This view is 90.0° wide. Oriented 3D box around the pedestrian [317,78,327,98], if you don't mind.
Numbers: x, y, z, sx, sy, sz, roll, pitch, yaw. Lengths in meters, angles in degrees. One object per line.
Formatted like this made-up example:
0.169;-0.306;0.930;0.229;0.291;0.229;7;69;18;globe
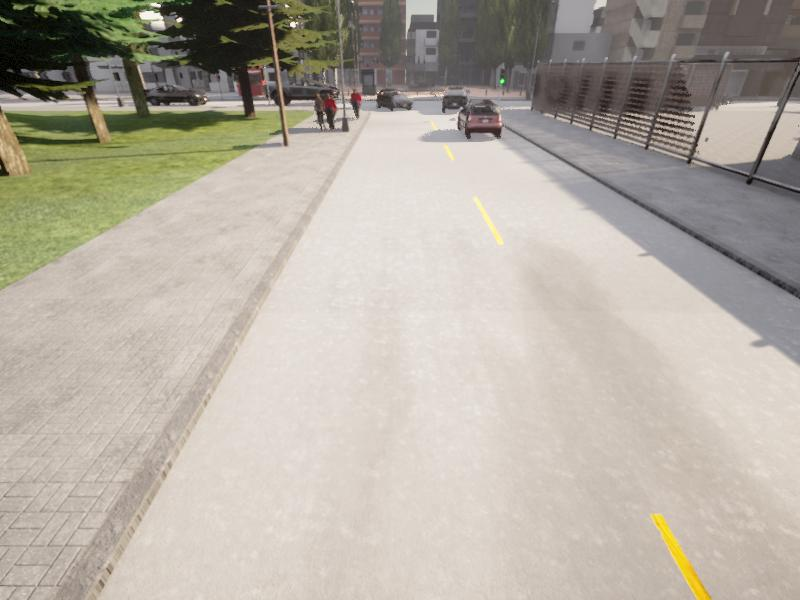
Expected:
-8.340;-22.772;42.918;0.751;1.860;0.751;1;30;2;pedestrian

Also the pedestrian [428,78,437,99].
3.386;-22.102;41.771;0.751;1.860;0.751;4;31;7;pedestrian

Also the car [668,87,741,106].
26.920;-18.056;35.509;4.674;1.442;1.812;0;30;0;car

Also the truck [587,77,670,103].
22.023;-20.367;38.818;6.274;2.098;2.390;0;30;0;truck

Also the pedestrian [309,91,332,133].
-3.974;-9.403;20.024;0.751;1.860;0.751;5;31;9;pedestrian

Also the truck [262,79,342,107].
-8.503;-18.323;35.317;6.274;2.098;2.390;0;30;0;truck

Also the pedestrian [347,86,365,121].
-2.653;-11.948;24.382;0.751;1.860;0.751;7;31;12;pedestrian

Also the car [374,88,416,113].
-0.455;-15.936;31.848;1.816;1.474;4.193;-12;32;-20;car

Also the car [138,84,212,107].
-19.801;-18.113;35.429;5.027;1.651;2.152;0;30;0;car

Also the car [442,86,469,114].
4.460;-15.979;31.756;1.930;1.638;5.238;4;31;8;car

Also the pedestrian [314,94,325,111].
-6.125;-15.085;30.508;0.500;1.100;0.500;9;31;14;pedestrian

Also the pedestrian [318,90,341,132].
-3.593;-9.672;20.485;0.751;1.860;0.751;7;31;12;pedestrian

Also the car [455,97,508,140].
3.999;-9.333;20.408;1.851;1.617;3.988;0;30;0;car
